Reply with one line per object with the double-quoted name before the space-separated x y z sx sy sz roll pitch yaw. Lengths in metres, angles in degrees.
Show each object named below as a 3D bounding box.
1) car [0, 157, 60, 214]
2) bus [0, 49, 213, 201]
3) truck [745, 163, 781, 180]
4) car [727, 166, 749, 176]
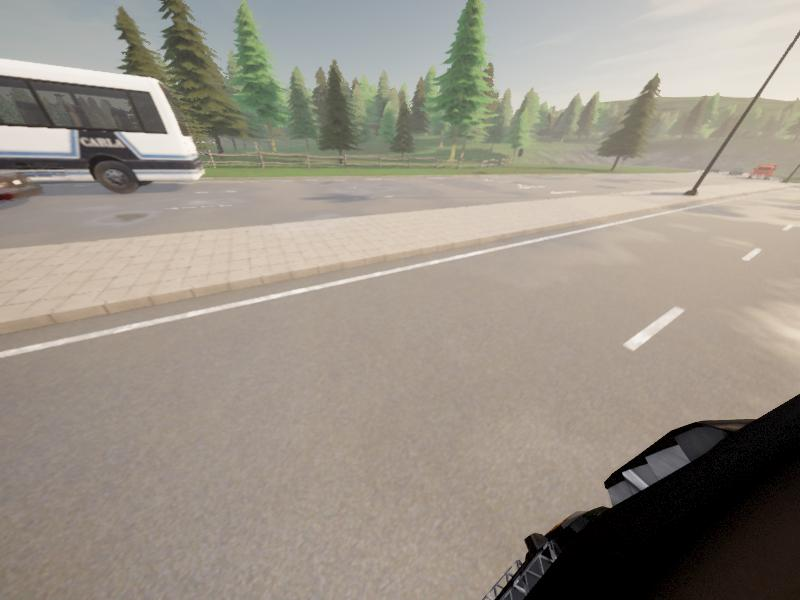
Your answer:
"car" -14.840 -3.247 6.588 5.357 1.411 2.033 -16 38 -26
"bus" -14.650 -6.613 9.118 10.273 4.253 3.944 -16 37 -26
"truck" 67.811 -23.986 43.158 5.204 2.467 2.627 -19 39 -29
"car" 77.491 -29.556 52.957 4.553 1.767 2.097 -20 40 -31
